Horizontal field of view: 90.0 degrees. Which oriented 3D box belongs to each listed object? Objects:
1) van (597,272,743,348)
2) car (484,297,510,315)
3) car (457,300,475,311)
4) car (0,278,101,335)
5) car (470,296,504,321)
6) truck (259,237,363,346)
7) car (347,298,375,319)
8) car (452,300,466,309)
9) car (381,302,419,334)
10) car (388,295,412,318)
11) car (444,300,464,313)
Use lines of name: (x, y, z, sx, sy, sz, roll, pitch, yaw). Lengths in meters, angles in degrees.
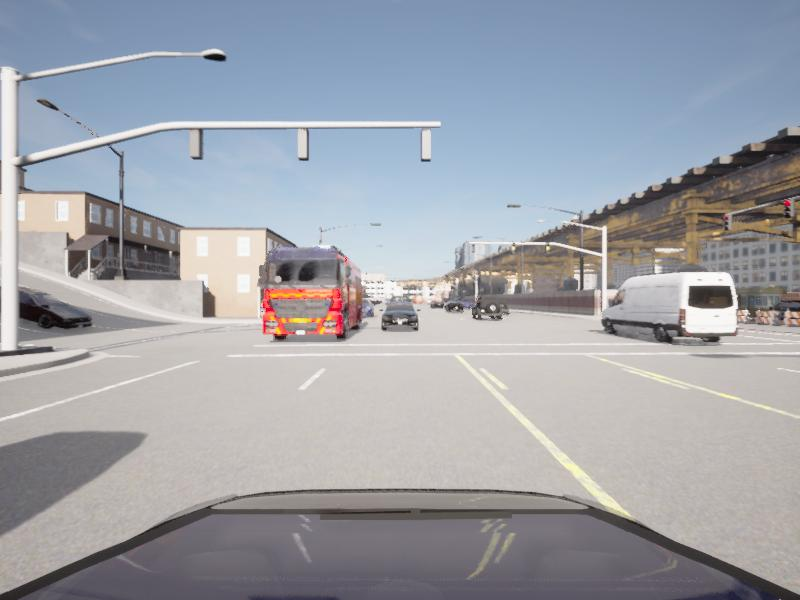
van: (10.506, 0.328, 16.375, 1.988, 2.561, 5.915, 0, 0, 0)
car: (10.500, 0.657, 43.429, 1.905, 1.878, 3.866, 0, 0, 0)
car: (10.498, 0.796, 64.107, 2.152, 1.651, 5.027, 0, 0, 0)
car: (-18.256, 0.225, 19.682, 5.357, 1.411, 2.033, 15, 0, -2)
car: (7.001, 0.654, 32.501, 1.905, 1.878, 3.866, 0, 0, 0)
truck: (-3.515, -0.310, 18.311, 2.891, 3.827, 8.468, 0, 0, 0)
car: (-3.502, 0.704, 36.370, 2.097, 1.767, 4.553, 0, 0, 0)
car: (10.498, 0.840, 71.283, 1.882, 1.535, 5.008, 0, 0, 0)
car: (0.001, 0.854, 21.423, 1.837, 1.490, 4.892, 0, 0, 0)
car: (-0.002, 0.574, 39.352, 2.150, 2.045, 5.566, 0, 1, 0)
car: (6.999, 0.784, 52.233, 1.930, 1.638, 5.238, 0, 0, 0)
